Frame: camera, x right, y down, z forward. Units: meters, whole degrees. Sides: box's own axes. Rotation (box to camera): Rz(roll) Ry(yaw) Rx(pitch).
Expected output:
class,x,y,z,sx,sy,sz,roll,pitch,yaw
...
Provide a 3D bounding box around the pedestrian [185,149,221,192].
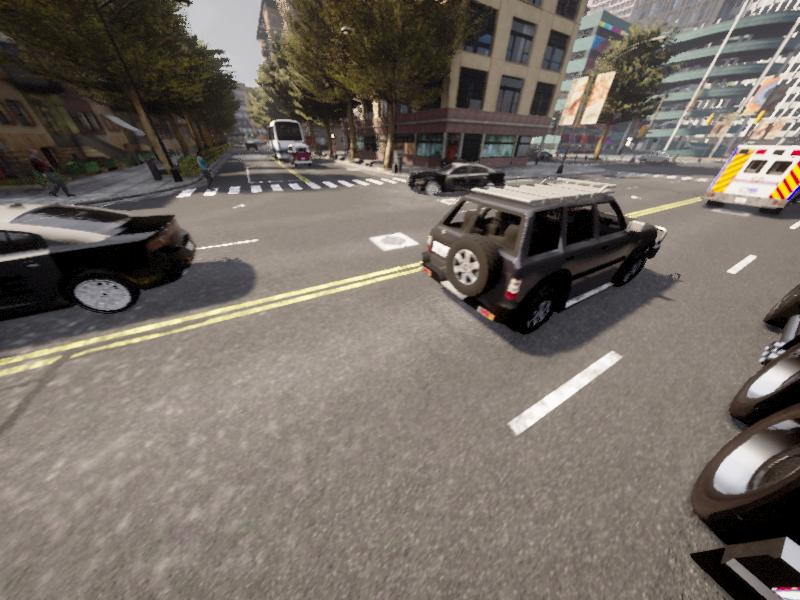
class,x,y,z,sx,sy,sz,roll,pitch,yaw
pedestrian,-10.209,-6.747,12.069,0.751,1.860,0.751,-17,38,-24

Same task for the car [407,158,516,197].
class,x,y,z,sx,sy,sz,roll,pitch,yaw
car,3.112,-6.720,12.594,5.238,1.638,1.930,-3,35,-5

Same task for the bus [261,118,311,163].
class,x,y,z,sx,sy,sz,roll,pitch,yaw
bus,-15.512,-21.256,31.039,3.944,4.253,10.273,-17,38,-24

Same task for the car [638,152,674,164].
class,x,y,z,sx,sy,sz,roll,pitch,yaw
car,42.230,-23.583,38.265,3.633,1.501,1.845,27,42,32

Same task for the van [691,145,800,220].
class,x,y,z,sx,sy,sz,roll,pitch,yaw
van,17.042,-5.593,10.597,6.366,2.431,2.351,-17,38,-24

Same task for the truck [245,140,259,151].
class,x,y,z,sx,sy,sz,roll,pitch,yaw
truck,-38.156,-39.729,59.342,2.390,2.098,6.274,-17,38,-24

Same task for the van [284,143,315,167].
class,x,y,z,sx,sy,sz,roll,pitch,yaw
van,-11.033,-15.880,25.253,2.069,2.038,4.480,-17,38,-24

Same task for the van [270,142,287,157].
class,x,y,z,sx,sy,sz,roll,pitch,yaw
van,-21.112,-26.189,40.105,1.775,1.987,4.442,-17,38,-24

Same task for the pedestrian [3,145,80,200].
class,x,y,z,sx,sy,sz,roll,pitch,yaw
pedestrian,-14.424,-5.173,9.398,0.751,1.860,0.751,-22,41,-30

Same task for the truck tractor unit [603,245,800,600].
class,x,y,z,sx,sy,sz,roll,pitch,yaw
truck tractor unit,5.127,-0.272,0.834,6.516,4.208,3.053,-18,42,-26

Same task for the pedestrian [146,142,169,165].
class,x,y,z,sx,sy,sz,roll,pitch,yaw
pedestrian,-23.057,-13.941,21.981,0.751,1.860,0.751,-21,40,-28

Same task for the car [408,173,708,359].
class,x,y,z,sx,sy,sz,roll,pitch,yaw
car,2.659,-1.068,4.117,4.605,1.855,1.932,-16,38,-25

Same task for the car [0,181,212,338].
class,x,y,z,sx,sy,sz,roll,pitch,yaw
car,-6.347,-0.534,3.334,5.238,1.638,1.930,-17,38,-24
